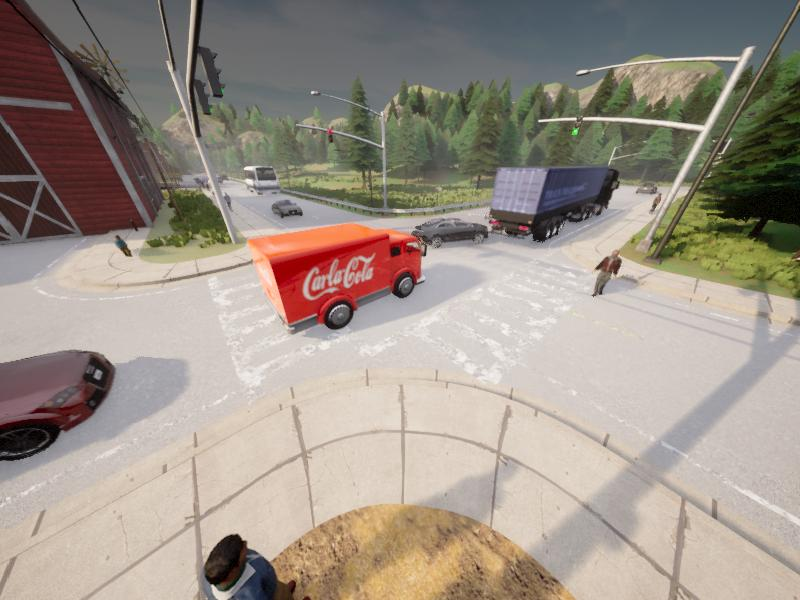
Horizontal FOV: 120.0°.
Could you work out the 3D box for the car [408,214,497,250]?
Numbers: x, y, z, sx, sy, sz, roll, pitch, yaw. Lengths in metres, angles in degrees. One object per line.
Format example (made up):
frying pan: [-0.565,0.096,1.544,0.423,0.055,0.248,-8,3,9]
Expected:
car: [3.156,-4.304,14.289,4.902,1.511,2.128,-10,27,-16]

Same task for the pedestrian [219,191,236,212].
pedestrian: [-17.428,-9.955,23.378,0.751,1.860,0.751,-23,37,-34]

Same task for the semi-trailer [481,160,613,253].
semi-trailer: [11.259,-7.408,16.697,14.254,4.402,2.717,-25,39,-36]

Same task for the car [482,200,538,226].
car: [9.774,-7.766,20.351,5.357,1.411,2.033,-23,37,-34]

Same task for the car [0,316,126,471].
car: [-7.633,1.997,3.466,4.181,1.385,1.994,-23,37,-34]

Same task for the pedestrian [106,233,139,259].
pedestrian: [-13.316,-2.587,11.094,0.500,1.100,0.500,12,32,20]

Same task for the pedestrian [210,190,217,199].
pedestrian: [-26.955,-15.321,33.432,0.500,1.100,0.500,-19,35,-30]

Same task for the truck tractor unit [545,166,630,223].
truck tractor unit: [17.190,-9.927,21.277,6.516,4.208,3.053,-21,36,-31]

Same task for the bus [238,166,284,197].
bus: [-24.510,-20.988,40.452,3.944,4.253,10.273,-22,37,-33]

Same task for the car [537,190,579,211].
car: [18.016,-11.403,26.376,4.611,1.667,2.242,-23,37,-34]

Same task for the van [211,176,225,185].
van: [-48.948,-32.187,62.063,2.069,2.038,4.480,-22,37,-33]

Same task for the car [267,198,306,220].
car: [-11.084,-8.948,22.479,1.994,1.385,4.181,-22,37,-33]

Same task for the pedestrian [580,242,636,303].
pedestrian: [7.263,-0.975,8.130,0.751,1.860,0.751,-22,37,-33]

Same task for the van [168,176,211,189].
van: [-45.817,-25.806,50.617,6.366,2.431,2.351,-18,35,-29]

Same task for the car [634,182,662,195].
car: [43.758,-19.712,40.766,4.611,1.667,2.242,-22,36,-33]

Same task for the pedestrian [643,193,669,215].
pedestrian: [23.926,-8.982,21.638,0.751,1.860,0.751,10,31,17]

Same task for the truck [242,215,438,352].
truck: [-1.580,-1.065,7.674,5.204,2.467,2.627,-23,37,-34]
